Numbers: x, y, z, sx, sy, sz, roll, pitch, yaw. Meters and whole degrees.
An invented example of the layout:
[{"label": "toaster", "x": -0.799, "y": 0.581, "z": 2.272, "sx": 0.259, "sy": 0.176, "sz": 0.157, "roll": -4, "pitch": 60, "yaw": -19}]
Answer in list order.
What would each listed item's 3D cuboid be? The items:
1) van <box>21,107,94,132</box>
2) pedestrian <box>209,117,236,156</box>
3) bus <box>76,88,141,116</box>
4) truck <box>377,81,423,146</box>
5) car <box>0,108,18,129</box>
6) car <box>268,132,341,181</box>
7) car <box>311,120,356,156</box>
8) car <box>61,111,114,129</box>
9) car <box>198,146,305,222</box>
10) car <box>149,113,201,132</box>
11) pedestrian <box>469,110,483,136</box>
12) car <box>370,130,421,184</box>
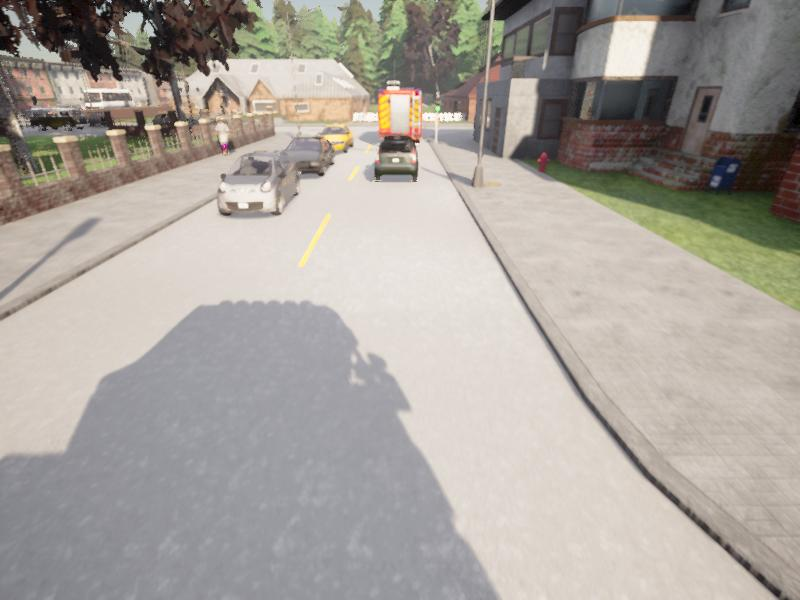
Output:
[{"label": "van", "x": -31.906, "y": -16.919, "z": 37.454, "sx": 4.480, "sy": 2.038, "sz": 2.069, "roll": 0, "pitch": 27, "yaw": 0}, {"label": "pedestrian", "x": -9.356, "y": -8.630, "z": 21.177, "sx": 0.751, "sy": 1.860, "sz": 0.751, "roll": 0, "pitch": 27, "yaw": 0}, {"label": "bus", "x": -53.160, "y": -36.429, "z": 73.586, "sx": 3.944, "sy": 4.253, "sz": 10.273, "roll": 0, "pitch": 27, "yaw": 0}, {"label": "truck", "x": 0.041, "y": -13.826, "z": 29.435, "sx": 2.891, "sy": 3.827, "sz": 8.468, "roll": 0, "pitch": 27, "yaw": 0}, {"label": "car", "x": -42.262, "y": -18.614, "z": 40.927, "sx": 3.866, "sy": 1.878, "sz": 1.905, "roll": -1, "pitch": 27, "yaw": -1}, {"label": "car", "x": -4.054, "y": -6.584, "z": 17.970, "sx": 2.033, "sy": 1.411, "sz": 5.357, "roll": 0, "pitch": 27, "yaw": -1}, {"label": "car", "x": -3.925, "y": -10.021, "z": 24.474, "sx": 1.801, "sy": 1.575, "sz": 5.366, "roll": 0, "pitch": 27, "yaw": 1}, {"label": "car", "x": -32.040, "y": -18.514, "z": 41.119, "sx": 3.633, "sy": 1.501, "sz": 1.845, "roll": 0, "pitch": 27, "yaw": 0}, {"label": "car", "x": -4.167, "y": -3.584, "z": 11.967, "sx": 1.845, "sy": 1.501, "sz": 3.633, "roll": -1, "pitch": 27, "yaw": -1}, {"label": "car", "x": -21.040, "y": -16.690, "z": 37.556, "sx": 3.633, "sy": 1.501, "sz": 1.845, "roll": 0, "pitch": 27, "yaw": 0}, {"label": "pedestrian", "x": 5.991, "y": -14.042, "z": 31.707, "sx": 0.751, "sy": 1.860, "sz": 0.751, "roll": 14, "pitch": 30, "yaw": 26}, {"label": "car", "x": -0.118, "y": -6.079, "z": 16.748, "sx": 1.851, "sy": 1.617, "sz": 3.988, "roll": 1, "pitch": 27, "yaw": 1}]
